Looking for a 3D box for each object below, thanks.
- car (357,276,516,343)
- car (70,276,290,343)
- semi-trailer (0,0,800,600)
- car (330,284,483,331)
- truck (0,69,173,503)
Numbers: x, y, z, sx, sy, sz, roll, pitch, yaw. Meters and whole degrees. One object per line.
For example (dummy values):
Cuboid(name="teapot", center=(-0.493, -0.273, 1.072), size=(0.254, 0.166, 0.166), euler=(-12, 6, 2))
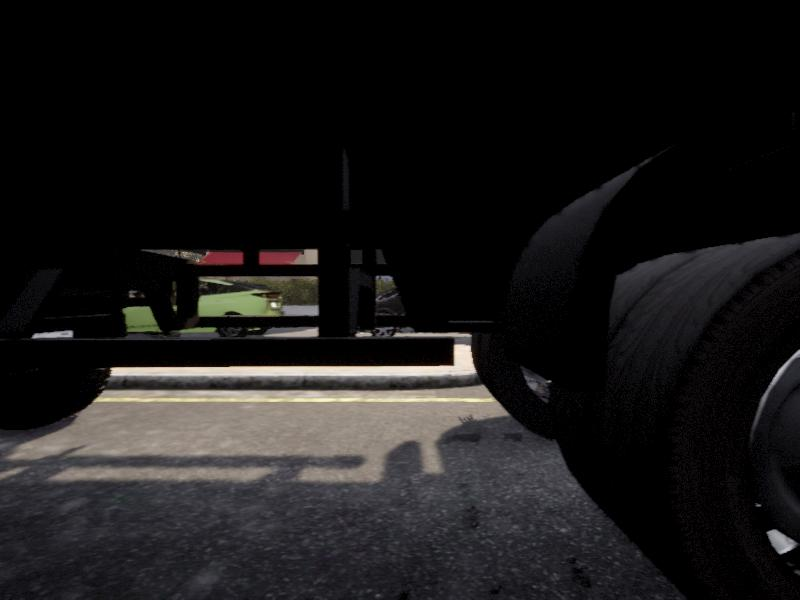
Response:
Cuboid(name="car", center=(0.854, 0.215, 10.200), size=(3.705, 1.549, 1.789), euler=(0, 0, 0))
Cuboid(name="car", center=(-5.329, 0.220, 10.194), size=(4.514, 1.525, 2.007), euler=(0, 0, 0))
Cuboid(name="semi-trailer", center=(5.034, -1.213, 2.228), size=(14.254, 4.402, 2.717), euler=(0, 0, 0))
Cuboid(name="car", center=(0.220, 0.243, 13.700), size=(4.892, 1.490, 1.837), euler=(0, 0, 0))
Cuboid(name="truck", center=(-5.073, -0.050, 2.195), size=(6.274, 2.098, 2.390), euler=(0, 0, 0))
